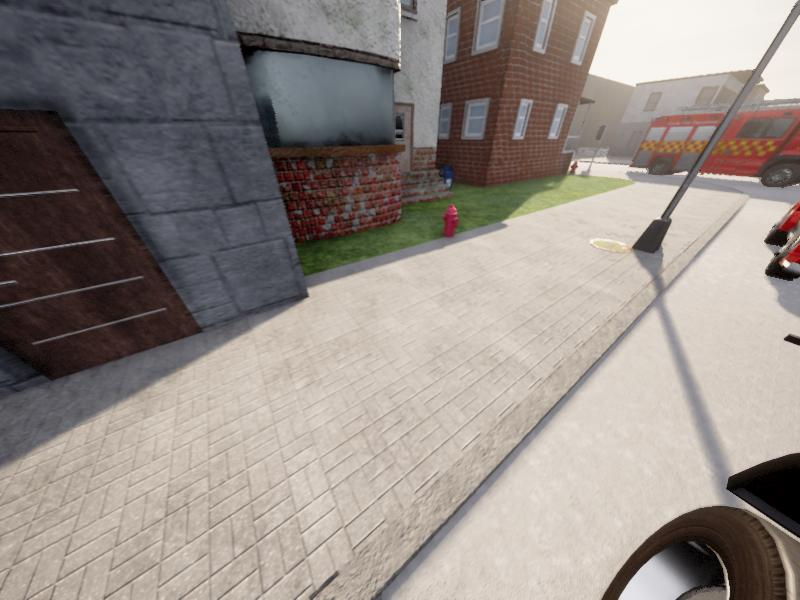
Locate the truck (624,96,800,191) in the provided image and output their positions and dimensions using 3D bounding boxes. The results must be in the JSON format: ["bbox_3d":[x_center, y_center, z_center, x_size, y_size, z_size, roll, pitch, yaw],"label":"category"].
[{"bbox_3d":[19.873,-9.220,13.588,2.891,3.827,8.468,-15,38,-20],"label":"truck"}]

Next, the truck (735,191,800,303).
[{"bbox_3d":[9.152,-1.545,3.905,5.204,2.467,2.627,-22,41,-27],"label":"truck"}]

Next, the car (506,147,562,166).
[{"bbox_3d":[13.312,-14.479,23.229,1.994,1.385,4.181,-22,40,-28],"label":"car"}]
